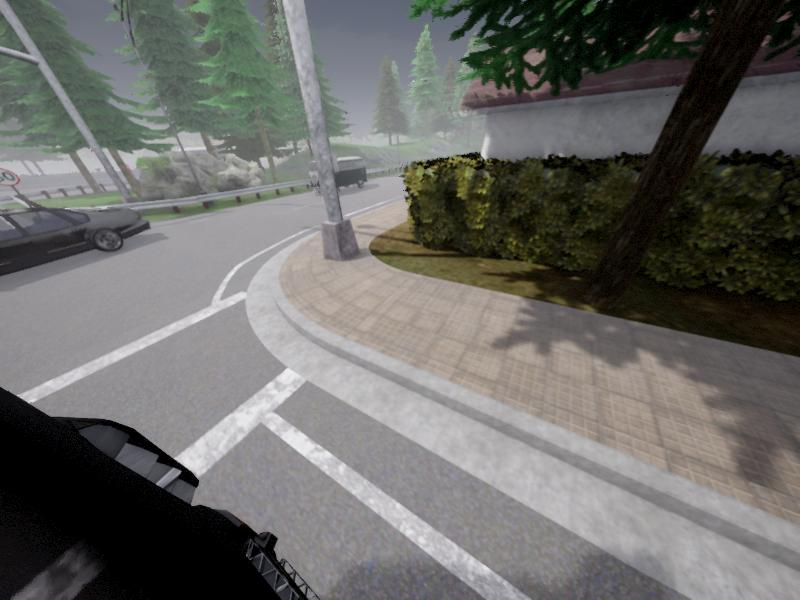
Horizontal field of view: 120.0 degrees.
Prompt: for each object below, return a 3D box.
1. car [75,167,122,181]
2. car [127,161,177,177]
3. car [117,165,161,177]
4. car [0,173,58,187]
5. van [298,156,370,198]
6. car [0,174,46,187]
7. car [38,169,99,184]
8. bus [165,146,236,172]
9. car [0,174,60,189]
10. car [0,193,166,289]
[{"bbox_3d":[-54.227,-22.774,41.625,2.242,1.667,4.611,16,38,26],"label":"car"},{"bbox_3d":[-45.321,-24.106,42.460,2.150,2.045,5.566,16,38,26],"label":"car"},{"bbox_3d":[-48.867,-24.273,43.361,2.033,1.649,4.856,16,38,26],"label":"car"},{"bbox_3d":[-58.233,-18.761,36.003,2.033,1.411,5.357,16,38,26],"label":"car"},{"bbox_3d":[-4.210,-8.433,15.581,1.775,1.987,4.442,16,38,26],"label":"van"},{"bbox_3d":[-61.523,-19.311,37.188,1.895,1.301,4.718,16,38,26],"label":"car"},{"bbox_3d":[-53.196,-19.948,37.272,1.801,1.575,5.366,16,38,26],"label":"car"},{"bbox_3d":[-43.162,-30.924,50.577,3.944,4.253,10.273,16,38,26],"label":"bus"},{"bbox_3d":[-52.402,-16.775,32.643,1.895,1.301,4.718,16,38,26],"label":"car"},{"bbox_3d":[-9.826,-1.420,5.769,2.033,1.411,5.357,5,35,12],"label":"car"}]
